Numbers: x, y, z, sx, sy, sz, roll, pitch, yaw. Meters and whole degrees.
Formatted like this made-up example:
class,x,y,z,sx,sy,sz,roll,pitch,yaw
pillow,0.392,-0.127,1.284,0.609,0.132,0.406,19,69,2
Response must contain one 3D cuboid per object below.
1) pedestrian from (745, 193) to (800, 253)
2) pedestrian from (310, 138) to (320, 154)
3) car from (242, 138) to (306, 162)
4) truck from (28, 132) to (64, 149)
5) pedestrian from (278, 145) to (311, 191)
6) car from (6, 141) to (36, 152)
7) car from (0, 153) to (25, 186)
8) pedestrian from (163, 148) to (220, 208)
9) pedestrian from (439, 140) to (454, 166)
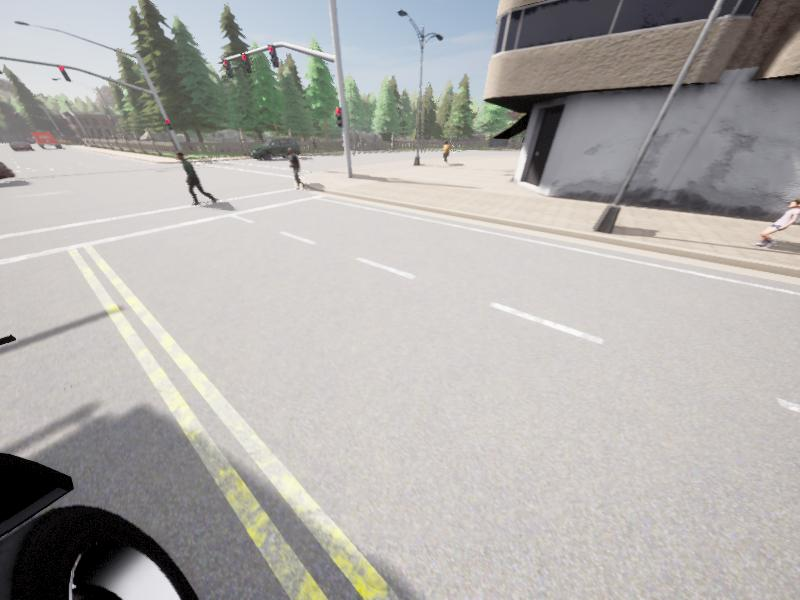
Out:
class,x,y,z,sx,sy,sz,roll,pitch,yaw
pedestrian,8.665,-1.719,5.162,0.500,1.100,0.500,23,41,28
pedestrian,-12.070,-21.936,32.830,0.751,1.860,0.751,25,42,31
car,-13.775,-16.788,25.665,2.150,2.045,5.566,24,42,29
truck,-67.331,-30.291,43.928,5.204,2.467,2.627,20,40,29
pedestrian,-5.098,-6.414,11.279,0.751,1.860,0.751,20,40,26
car,-62.060,-25.197,37.780,4.181,1.385,1.994,22,41,28
car,-22.492,-6.102,11.008,1.812,1.442,4.674,22,41,28
pedestrian,-7.628,-4.498,8.534,0.751,1.860,0.751,23,41,28
pedestrian,4.055,-12.764,20.041,0.751,1.860,0.751,-27,44,-33
